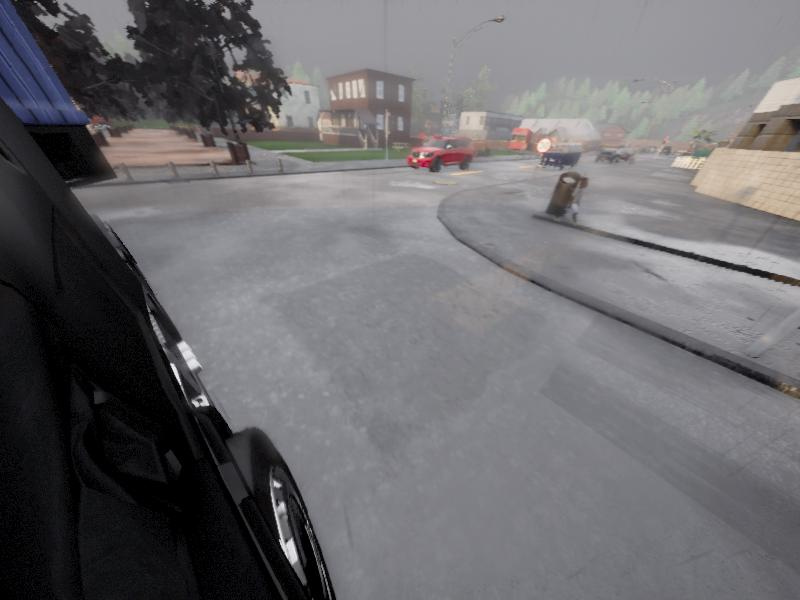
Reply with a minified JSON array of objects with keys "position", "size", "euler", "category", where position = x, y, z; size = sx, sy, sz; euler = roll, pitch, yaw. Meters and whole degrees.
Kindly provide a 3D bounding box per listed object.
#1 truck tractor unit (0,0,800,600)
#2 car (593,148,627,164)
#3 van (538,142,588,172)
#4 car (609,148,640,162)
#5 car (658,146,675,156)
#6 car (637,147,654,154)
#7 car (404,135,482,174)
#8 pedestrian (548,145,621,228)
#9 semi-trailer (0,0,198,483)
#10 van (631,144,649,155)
[{"position":[-2.645,-0.295,0.351],"size":[6.516,4.208,3.053],"euler":[28,44,30],"category":"truck tractor unit"},{"position":[26.905,-18.456,29.568],"size":[4.892,1.490,1.837],"euler":[-25,44,-33],"category":"car"},{"position":[14.594,-12.837,20.615],"size":[4.442,1.987,1.775],"euler":[-25,45,-33],"category":"van"},{"position":[33.003,-21.328,33.929],"size":[4.792,1.488,2.163],"euler":[-25,44,-33],"category":"car"},{"position":[67.012,-37.526,58.102],"size":[3.866,1.878,1.905],"euler":[-25,44,-33],"category":"car"},{"position":[64.891,-39.445,60.985],"size":[5.357,1.411,2.033],"euler":[-25,44,-33],"category":"car"},{"position":[3.134,-10.558,16.663],"size":[5.566,2.045,2.150],"euler":[-26,45,-33],"category":"car"},{"position":[4.892,-3.040,6.225],"size":[0.751,1.860,0.751],"euler":[31,44,33],"category":"pedestrian"},{"position":[-9.991,-0.653,0.183],"size":[14.254,4.402,2.717],"euler":[-5,37,-10],"category":"semi-trailer"},{"position":[58.586,-36.697,56.299],"size":[4.442,1.987,1.775],"euler":[-25,44,-33],"category":"van"}]
